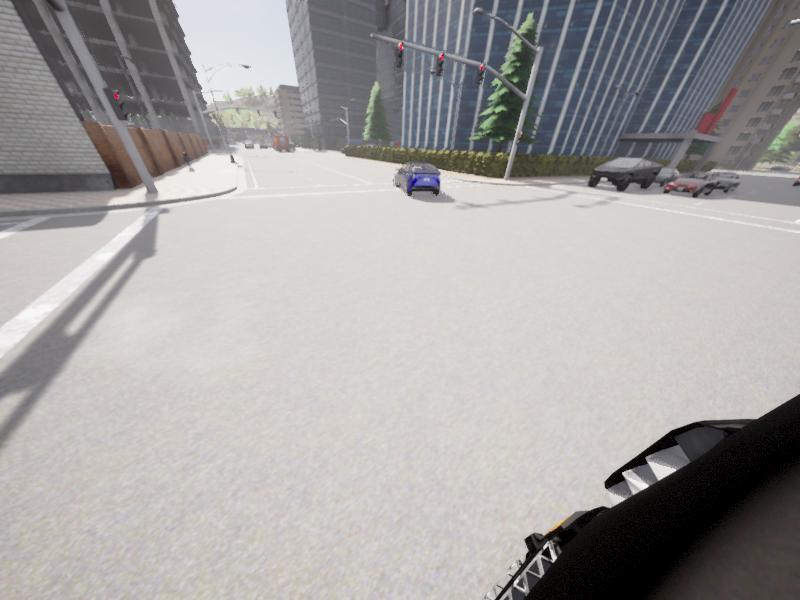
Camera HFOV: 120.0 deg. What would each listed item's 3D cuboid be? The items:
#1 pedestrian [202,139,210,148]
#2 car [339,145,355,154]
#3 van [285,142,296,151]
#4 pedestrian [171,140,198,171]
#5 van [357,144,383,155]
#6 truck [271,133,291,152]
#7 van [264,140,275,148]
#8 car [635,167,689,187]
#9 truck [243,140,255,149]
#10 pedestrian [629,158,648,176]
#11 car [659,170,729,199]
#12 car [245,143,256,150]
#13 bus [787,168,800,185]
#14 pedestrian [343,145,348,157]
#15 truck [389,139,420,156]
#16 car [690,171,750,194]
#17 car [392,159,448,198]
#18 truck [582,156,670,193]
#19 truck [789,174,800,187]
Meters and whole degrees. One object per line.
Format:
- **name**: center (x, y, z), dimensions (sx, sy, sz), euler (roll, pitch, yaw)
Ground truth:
- **pedestrian**: center (-45.407, -36.562, 53.974), dimensions (0.751, 1.860, 0.751), euler (-14, 37, -23)
- **car**: center (-14.487, -41.062, 63.097), dimensions (3.866, 1.878, 1.905), euler (-16, 38, -26)
- **van**: center (-32.343, -45.439, 68.345), dimensions (2.069, 2.038, 4.480), euler (-16, 38, -25)
- **pedestrian**: center (-15.175, -10.190, 16.331), dimensions (0.751, 1.860, 0.751), euler (-19, 39, -29)
- **van**: center (-8.055, -40.919, 62.791), dimensions (6.366, 2.431, 2.351), euler (-16, 38, -26)
- **truck**: center (-30.809, -40.758, 59.785), dimensions (2.891, 3.827, 8.468), euler (-16, 38, -25)
- **van**: center (-48.317, -57.770, 85.460), dimensions (2.351, 2.431, 6.366), euler (-16, 38, -25)
- **car**: center (24.487, -11.544, 21.590), dimensions (4.674, 1.442, 1.812), euler (-16, 38, -25)
- **truck**: center (-46.099, -47.540, 70.528), dimensions (2.390, 2.098, 6.274), euler (-16, 38, -25)
- **pedestrian**: center (30.169, -16.868, 29.274), dimensions (0.751, 1.860, 0.751), euler (-9, 35, -17)
- **car**: center (20.932, -8.326, 16.488), dimensions (4.193, 1.474, 1.816), euler (-16, 38, -25)
- **car**: center (-41.742, -42.850, 64.394), dimensions (2.033, 1.411, 5.357), euler (-16, 38, -25)
- **bus**: center (55.463, -17.077, 29.423), dimensions (10.273, 4.253, 3.944), euler (-16, 38, -25)
- **pedestrian**: center (-10.600, -29.022, 44.944), dimensions (0.751, 1.860, 0.751), euler (-16, 38, -25)
- **truck**: center (1.262, -44.184, 67.061), dimensions (8.468, 3.827, 2.891), euler (-16, 38, -26)
- **car**: center (27.016, -10.007, 19.515), dimensions (4.181, 1.385, 1.994), euler (-16, 38, -26)
- **car**: center (0.906, -7.157, 13.431), dimensions (2.007, 1.525, 4.514), euler (-5, 34, -11)
- **truck**: center (17.660, -9.885, 18.051), dimensions (6.274, 2.098, 2.390), euler (-16, 38, -25)
- **truck**: center (47.146, -13.919, 25.730), dimensions (5.204, 2.467, 2.627), euler (-16, 38, -25)
